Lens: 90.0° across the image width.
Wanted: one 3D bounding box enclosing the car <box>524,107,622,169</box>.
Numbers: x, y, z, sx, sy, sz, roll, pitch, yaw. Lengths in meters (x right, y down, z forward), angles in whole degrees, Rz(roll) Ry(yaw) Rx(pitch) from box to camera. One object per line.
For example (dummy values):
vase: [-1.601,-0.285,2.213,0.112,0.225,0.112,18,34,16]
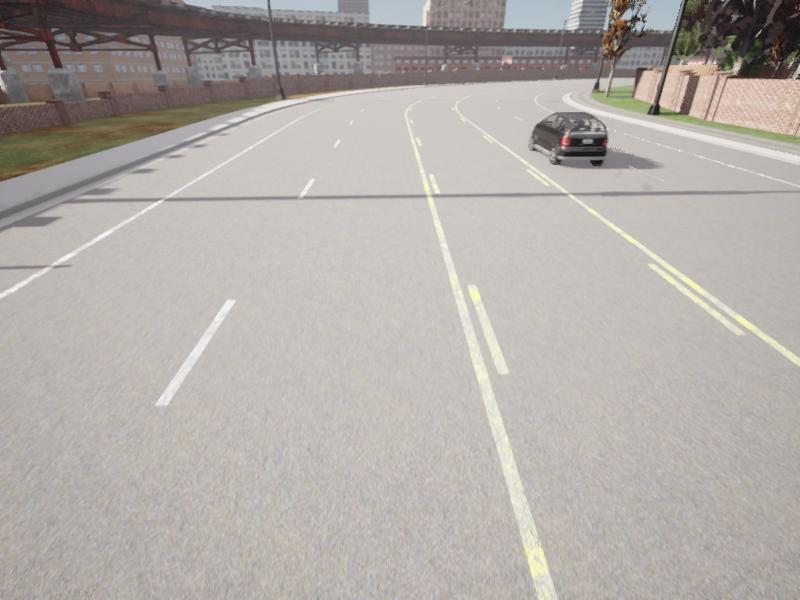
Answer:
car: [6.050,-5.985,14.558,1.789,1.549,3.705,-1,31,-1]
